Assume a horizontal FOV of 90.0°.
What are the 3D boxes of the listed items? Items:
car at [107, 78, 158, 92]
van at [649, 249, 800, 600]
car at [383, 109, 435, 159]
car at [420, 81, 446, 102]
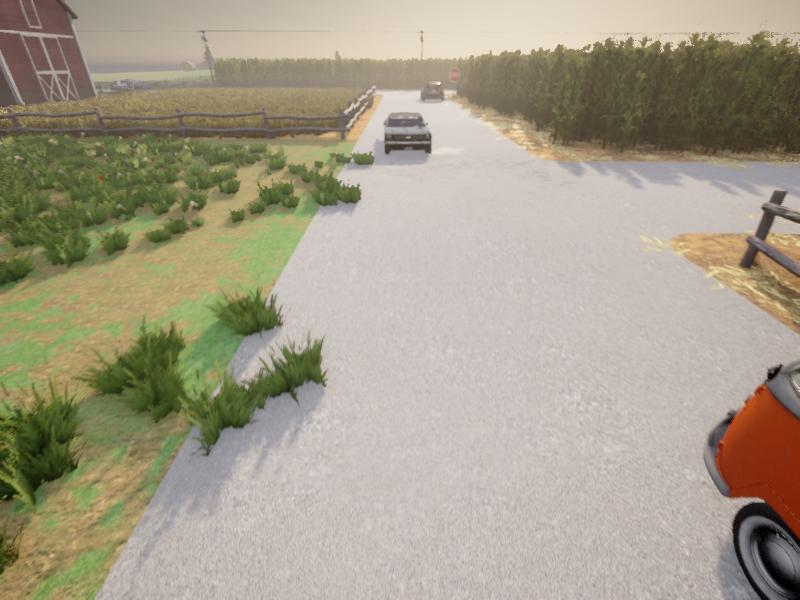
[{"bbox_3d":[-35.118,-28.250,52.635,4.974,1.542,2.038,0,30,0],"label":"car"},{"bbox_3d":[3.141,1.649,1.209,1.775,1.987,4.442,0,30,0],"label":"van"},{"bbox_3d":[0.238,-7.091,16.813,1.895,1.301,4.718,-1,30,-2],"label":"car"},{"bbox_3d":[3.256,-21.150,40.445,2.242,1.667,4.611,0,30,0],"label":"car"}]
